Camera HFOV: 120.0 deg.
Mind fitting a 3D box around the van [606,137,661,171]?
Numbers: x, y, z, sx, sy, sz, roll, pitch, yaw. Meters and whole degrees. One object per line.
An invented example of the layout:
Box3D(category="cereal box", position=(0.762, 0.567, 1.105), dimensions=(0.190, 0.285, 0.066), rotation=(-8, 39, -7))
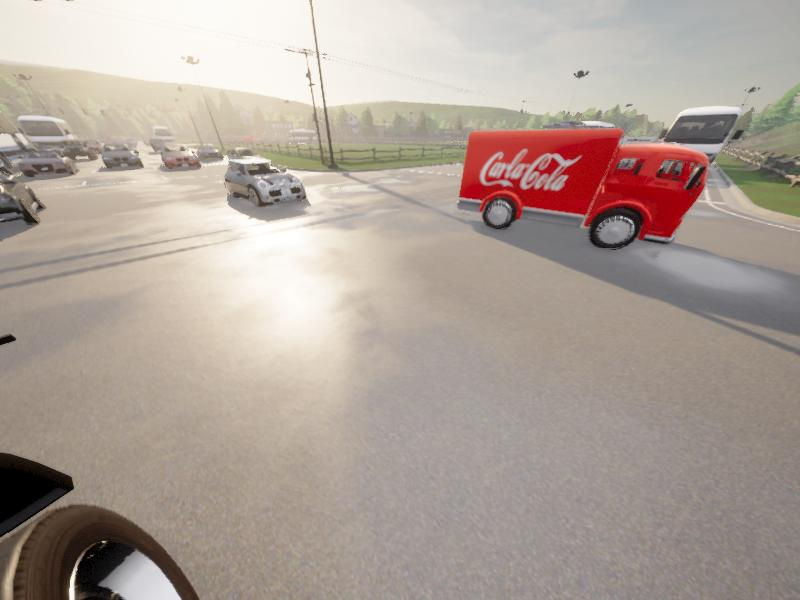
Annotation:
Box3D(category="van", position=(22.904, -14.401, 22.615), dimensions=(6.366, 2.431, 2.351), rotation=(-28, 44, -34))

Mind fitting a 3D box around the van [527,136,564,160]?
Box3D(category="van", position=(20.530, -21.486, 32.577), dimensions=(5.915, 2.561, 1.988), rotation=(-28, 44, -35))

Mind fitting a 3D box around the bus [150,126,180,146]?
Box3D(category="bus", position=(-64.824, -45.086, 63.606), dimensions=(3.944, 4.253, 10.273), rotation=(-28, 44, -34))

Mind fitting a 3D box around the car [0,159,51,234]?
Box3D(category="car", position=(-12.581, -3.130, 6.871), dimensions=(3.705, 1.549, 1.789), rotation=(27, 43, 32))

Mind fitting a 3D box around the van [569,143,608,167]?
Box3D(category="van", position=(19.851, -15.347, 24.307), dimensions=(4.442, 1.987, 1.775), rotation=(-28, 44, -34))

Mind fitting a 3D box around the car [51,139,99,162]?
Box3D(category="car", position=(-33.675, -15.634, 24.118), dimensions=(1.905, 1.878, 3.866), rotation=(-28, 44, -34))

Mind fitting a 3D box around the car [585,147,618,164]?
Box3D(category="car", position=(24.557, -17.659, 28.131), dimensions=(4.674, 1.442, 1.812), rotation=(-28, 44, -35))

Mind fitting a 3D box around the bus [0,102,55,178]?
Box3D(category="bus", position=(-29.671, -11.245, 15.864), dimensions=(3.944, 4.253, 10.273), rotation=(-28, 44, -34))

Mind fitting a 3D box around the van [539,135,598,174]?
Box3D(category="van", position=(14.818, -12.861, 20.222), dimensions=(5.915, 2.561, 1.988), rotation=(-28, 44, -34))

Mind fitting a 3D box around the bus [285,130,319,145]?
Box3D(category="bus", position=(-35.904, -59.999, 85.192), dimensions=(10.273, 4.253, 3.944), rotation=(-28, 45, -34))

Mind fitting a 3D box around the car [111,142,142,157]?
Box3D(category="car", position=(-36.717, -20.329, 31.122), dimensions=(2.163, 1.488, 4.792), rotation=(-28, 44, -34))

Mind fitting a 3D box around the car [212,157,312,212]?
Box3D(category="car", position=(-5.761, -4.982, 9.665), dimensions=(3.806, 1.475, 1.970), rotation=(26, 43, 32))

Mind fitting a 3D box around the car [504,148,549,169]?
Box3D(category="car", position=(12.385, -13.895, 22.573), dimensions=(4.892, 1.490, 1.837), rotation=(-28, 44, -34))

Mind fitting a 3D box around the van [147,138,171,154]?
Box3D(category="van", position=(-36.913, -23.623, 35.370), dimensions=(1.775, 1.987, 4.442), rotation=(-28, 44, -34))

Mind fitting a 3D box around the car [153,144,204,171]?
Box3D(category="car", position=(-18.783, -12.180, 19.577), dimensions=(2.242, 1.667, 4.611), rotation=(-28, 45, -35))

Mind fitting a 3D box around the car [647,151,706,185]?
Box3D(category="car", position=(18.749, -9.058, 15.667), dimensions=(3.988, 1.617, 1.851), rotation=(-28, 44, -34))

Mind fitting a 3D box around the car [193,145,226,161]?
Box3D(category="car", position=(-22.019, -16.999, 26.664), dimensions=(1.994, 1.385, 4.181), rotation=(-28, 44, -34))

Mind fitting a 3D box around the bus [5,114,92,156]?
Box3D(category="bus", position=(-49.031, -23.361, 32.872), dimensions=(3.944, 4.253, 10.273), rotation=(-28, 44, -34))

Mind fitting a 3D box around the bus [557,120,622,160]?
Box3D(category="bus", position=(27.514, -23.076, 33.438), dimensions=(10.273, 4.253, 3.944), rotation=(-28, 44, -34))

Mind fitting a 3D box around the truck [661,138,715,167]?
Box3D(category="truck", position=(31.224, -16.139, 25.158), dimensions=(5.204, 2.467, 2.627), rotation=(-29, 44, -35))

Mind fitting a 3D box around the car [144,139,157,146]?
Box3D(category="car", position=(-66.203, -41.790, 61.219), dimensions=(1.801, 1.575, 5.366), rotation=(-28, 44, -34))

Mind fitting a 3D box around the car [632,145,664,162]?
Box3D(category="car", position=(32.940, -19.488, 30.670), dimensions=(5.238, 1.638, 1.930), rotation=(-28, 44, -34))

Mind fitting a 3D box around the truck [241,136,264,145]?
Box3D(category="truck", position=(-48.528, -52.639, 76.115), dimensions=(5.204, 2.467, 2.627), rotation=(-28, 44, -34))

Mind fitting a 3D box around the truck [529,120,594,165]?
Box3D(category="truck", position=(18.944, -18.382, 27.017), dimensions=(8.468, 3.827, 2.891), rotation=(-28, 44, -34))

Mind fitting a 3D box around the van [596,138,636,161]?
Box3D(category="van", position=(30.253, -21.135, 32.297), dimensions=(6.366, 2.431, 2.351), rotation=(-28, 44, -34))

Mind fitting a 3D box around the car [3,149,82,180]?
Box3D(category="car", position=(-23.692, -9.219, 15.563), dimensions=(1.994, 1.385, 4.181), rotation=(-29, 44, -35))

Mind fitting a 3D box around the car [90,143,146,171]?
Box3D(category="car", position=(-23.364, -12.056, 19.345), dimensions=(2.242, 1.667, 4.611), rotation=(-28, 44, -34))

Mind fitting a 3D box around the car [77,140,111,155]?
Box3D(category="car", position=(-44.724, -22.470, 33.893), dimensions=(2.242, 1.667, 4.611), rotation=(-28, 45, -34))

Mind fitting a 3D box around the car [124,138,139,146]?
Box3D(category="car", position=(-69.124, -40.677, 59.557), dimensions=(2.033, 1.649, 4.856), rotation=(-28, 44, -34))

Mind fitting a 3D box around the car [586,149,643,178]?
Box3D(category="car", position=(16.936, -10.855, 18.190), dimensions=(5.027, 1.651, 2.152), rotation=(-28, 44, -34))

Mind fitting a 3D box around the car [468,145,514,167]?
Box3D(category="car", position=(9.572, -15.222, 24.272), dimensions=(4.611, 1.667, 2.242), rotation=(-28, 44, -35))

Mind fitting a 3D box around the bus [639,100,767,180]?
Box3D(category="bus", position=(24.320, -13.039, 19.107), dimensions=(10.273, 4.253, 3.944), rotation=(-28, 44, -34))

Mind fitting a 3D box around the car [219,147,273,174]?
Box3D(category="car", position=(-12.193, -11.105, 18.260), dimensions=(4.514, 1.525, 2.007), rotation=(30, 45, 35))

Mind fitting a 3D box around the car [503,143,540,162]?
Box3D(category="car", position=(14.956, -18.209, 28.414), dimensions=(4.605, 1.855, 1.932), rotation=(-28, 44, -34))

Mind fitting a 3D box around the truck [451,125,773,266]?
Box3D(category="truck", position=(4.555, -3.254, 6.472), dimensions=(5.204, 2.467, 2.627), rotation=(23, 41, 29))
